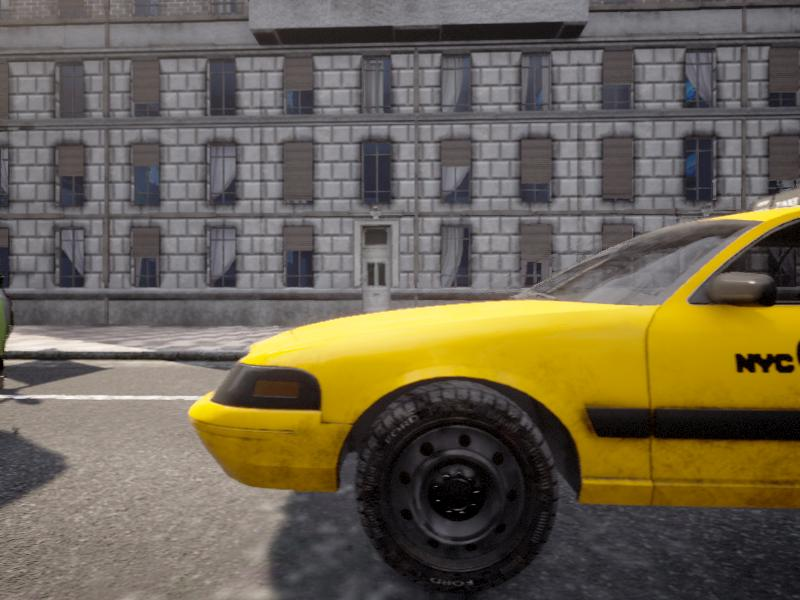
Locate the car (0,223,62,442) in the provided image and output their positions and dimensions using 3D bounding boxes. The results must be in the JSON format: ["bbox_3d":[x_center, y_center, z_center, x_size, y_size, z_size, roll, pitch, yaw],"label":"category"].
[{"bbox_3d":[-5.069,0.226,2.362,4.514,1.525,2.007,0,0,2],"label":"car"}]

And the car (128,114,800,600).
[{"bbox_3d":[1.804,0.202,2.142,5.366,1.575,1.801,0,0,2],"label":"car"}]

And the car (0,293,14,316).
[{"bbox_3d":[-25.083,0.295,22.798,1.994,1.385,4.181,0,0,2],"label":"car"}]
